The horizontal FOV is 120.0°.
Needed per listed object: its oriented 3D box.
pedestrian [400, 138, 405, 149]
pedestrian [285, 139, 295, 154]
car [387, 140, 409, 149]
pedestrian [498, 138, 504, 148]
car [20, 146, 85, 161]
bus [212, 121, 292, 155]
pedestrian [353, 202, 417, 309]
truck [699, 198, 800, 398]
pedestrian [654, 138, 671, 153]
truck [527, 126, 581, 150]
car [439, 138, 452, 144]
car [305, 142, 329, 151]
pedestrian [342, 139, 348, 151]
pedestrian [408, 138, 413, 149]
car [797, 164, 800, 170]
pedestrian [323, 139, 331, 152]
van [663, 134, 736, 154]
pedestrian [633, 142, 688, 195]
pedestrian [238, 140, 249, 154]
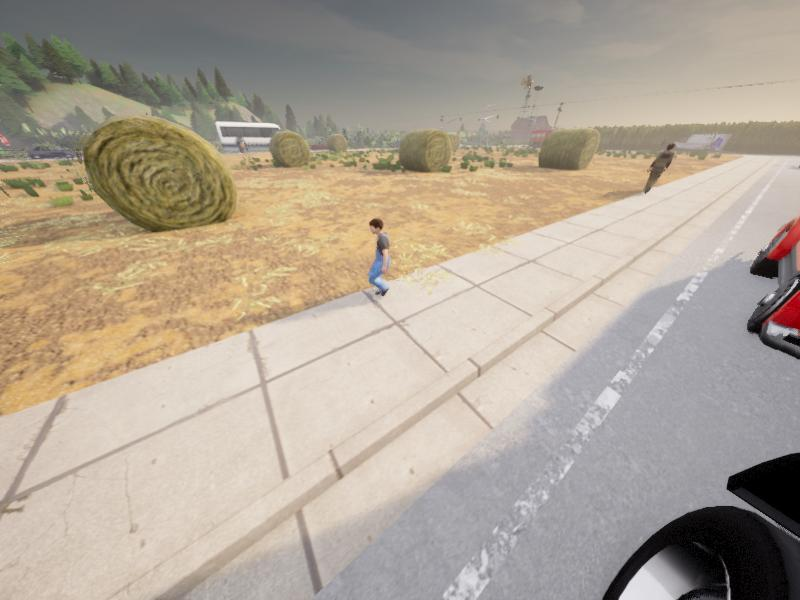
[{"bbox_3d":[0.447,-32.003,47.335,0.751,1.860,0.751,-23,41,-29],"label":"pedestrian"},{"bbox_3d":[-17.058,-23.907,35.997,0.751,1.860,0.751,0,35,1],"label":"pedestrian"},{"bbox_3d":[-0.526,-37.372,55.461,4.856,1.649,2.033,-20,40,-25],"label":"car"},{"bbox_3d":[23.356,-36.419,53.475,0.751,1.860,0.751,-25,42,-31],"label":"pedestrian"},{"bbox_3d":[-45.218,-19.242,30.247,4.193,1.474,1.816,-19,39,-25],"label":"car"},{"bbox_3d":[-24.832,-27.583,39.491,10.273,4.253,3.944,-19,39,-26],"label":"bus"},{"bbox_3d":[-0.208,-0.643,3.382,0.751,1.300,0.751,-4,35,-5],"label":"pedestrian"},{"bbox_3d":[6.686,-0.622,2.528,5.204,2.467,2.627,-23,40,-27],"label":"truck"},{"bbox_3d":[39.753,-23.437,34.941,0.751,1.860,0.751,-12,37,-16],"label":"pedestrian"},{"bbox_3d":[32.398,-34.390,49.130,2.891,3.827,8.468,-21,40,-27],"label":"truck"},{"bbox_3d":[15.319,-53.840,78.126,1.812,1.442,4.674,-17,41,-22],"label":"car"},{"bbox_3d":[-17.013,-31.537,47.453,4.193,1.474,1.816,-20,40,-25],"label":"car"},{"bbox_3d":[-10.317,-29.215,43.467,0.751,1.860,0.751,-16,38,-21],"label":"pedestrian"},{"bbox_3d":[2.292,-33.284,49.136,0.751,1.860,0.751,-18,39,-23],"label":"pedestrian"},{"bbox_3d":[33.593,-11.063,18.135,4.181,1.385,1.994,-22,41,-28],"label":"car"},{"bbox_3d":[-12.953,-27.453,40.991,0.751,1.860,0.751,28,44,34],"label":"pedestrian"},{"bbox_3d":[47.220,-24.838,36.683,2.351,2.431,6.366,-21,40,-27],"label":"van"},{"bbox_3d":[10.871,-5.512,9.711,0.751,1.860,0.751,-28,43,-33],"label":"pedestrian"},{"bbox_3d":[-24.009,-23.436,35.383,0.751,1.860,0.751,-19,39,-25],"label":"pedestrian"}]
